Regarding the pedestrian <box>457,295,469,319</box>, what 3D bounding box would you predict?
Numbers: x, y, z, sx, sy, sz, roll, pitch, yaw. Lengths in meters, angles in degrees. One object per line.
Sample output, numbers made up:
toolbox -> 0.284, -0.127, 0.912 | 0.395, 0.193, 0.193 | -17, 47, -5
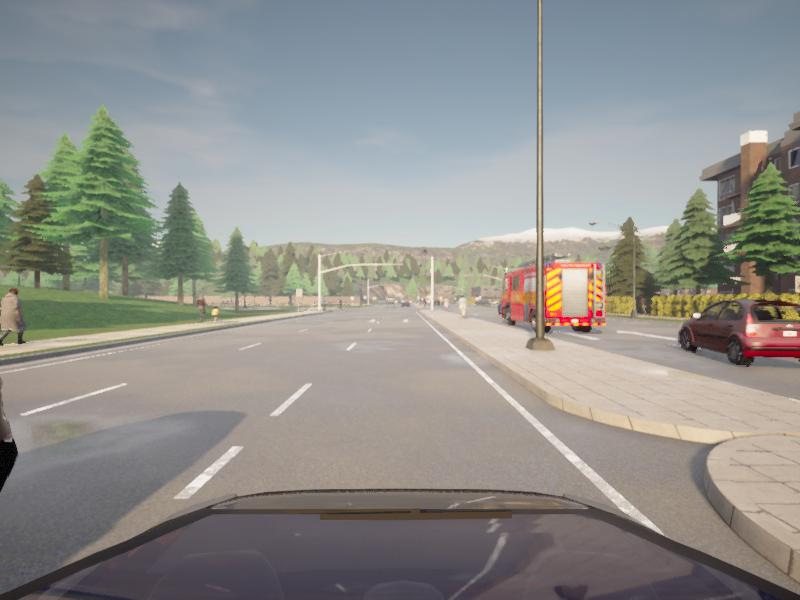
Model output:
pedestrian -> 4.960, 0.510, 31.547 | 0.751, 1.860, 0.751 | 0, 0, -6

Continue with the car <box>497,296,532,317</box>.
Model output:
car -> 11.827, 0.602, 41.803 | 2.150, 2.045, 5.566 | 0, 0, 1

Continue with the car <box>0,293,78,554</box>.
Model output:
car -> -3.531, 0.779, 0.704 | 2.033, 1.649, 4.856 | 0, 0, 0

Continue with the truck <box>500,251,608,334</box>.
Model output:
truck -> 8.166, -0.306, 22.639 | 2.891, 3.827, 8.468 | 0, 0, 0

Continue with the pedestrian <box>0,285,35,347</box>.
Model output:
pedestrian -> -12.093, 0.484, 12.467 | 0.751, 1.860, 0.751 | 0, 0, 3

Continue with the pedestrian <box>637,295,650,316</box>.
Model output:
pedestrian -> 22.149, 0.514, 36.365 | 0.751, 1.860, 0.751 | 0, 0, 2

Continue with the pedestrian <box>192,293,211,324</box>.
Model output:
pedestrian -> -11.925, 0.493, 24.081 | 0.751, 1.860, 0.751 | 0, 0, 1

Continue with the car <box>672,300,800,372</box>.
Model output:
car -> 9.284, 0.798, 10.872 | 1.851, 1.617, 3.988 | 0, 0, 14

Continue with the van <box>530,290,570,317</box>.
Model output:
van -> 15.330, 0.355, 41.248 | 1.988, 2.561, 5.915 | 0, 0, 0

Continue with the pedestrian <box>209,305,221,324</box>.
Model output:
pedestrian -> -11.071, 0.873, 23.969 | 0.500, 1.100, 0.500 | 0, 0, 2

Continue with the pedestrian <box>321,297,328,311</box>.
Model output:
pedestrian -> -9.692, 0.514, 51.179 | 0.751, 1.860, 0.751 | 0, 0, 5
